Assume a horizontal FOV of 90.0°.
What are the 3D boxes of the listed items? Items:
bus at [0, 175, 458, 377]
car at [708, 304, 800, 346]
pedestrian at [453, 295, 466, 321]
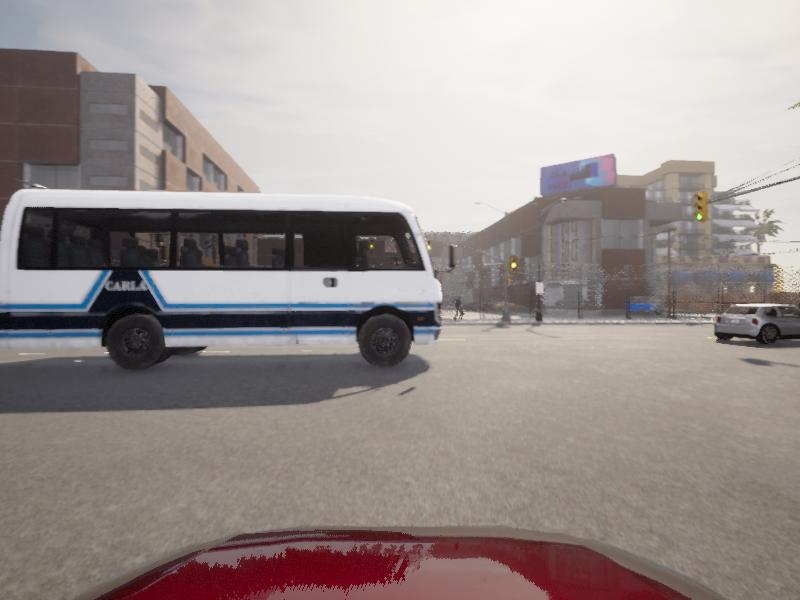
[{"bbox_3d":[-3.942,-0.513,10.785,10.273,4.253,3.944,0,0,-5],"label":"bus"},{"bbox_3d":[14.478,0.901,15.466,3.806,1.475,1.970,0,0,-9],"label":"car"},{"bbox_3d":[4.181,0.549,28.236,0.751,1.860,0.751,0,0,-7],"label":"pedestrian"}]
